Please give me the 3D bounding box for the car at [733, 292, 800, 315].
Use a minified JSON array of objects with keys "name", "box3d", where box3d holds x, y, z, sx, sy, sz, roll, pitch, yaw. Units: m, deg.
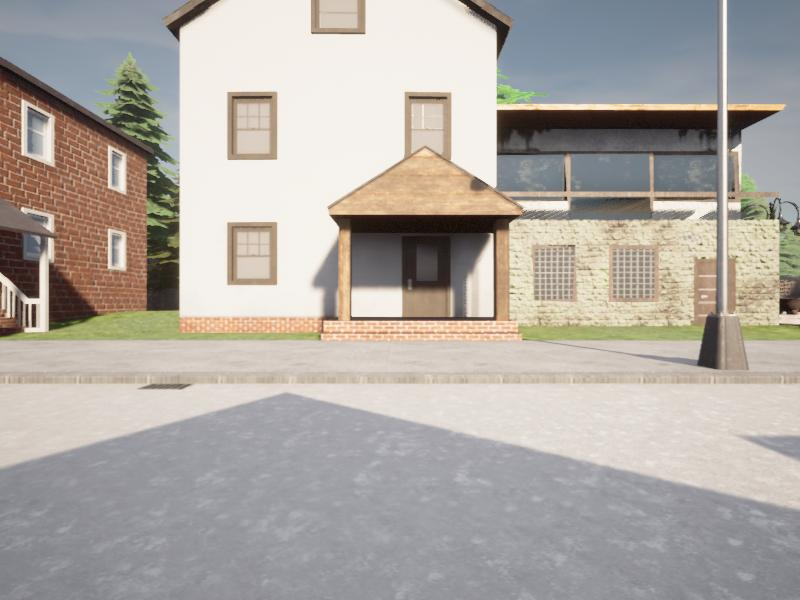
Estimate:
[{"name":"car","box3d":[26.878,0.233,29.320,1.789,1.549,3.705,0,0,0]}]
